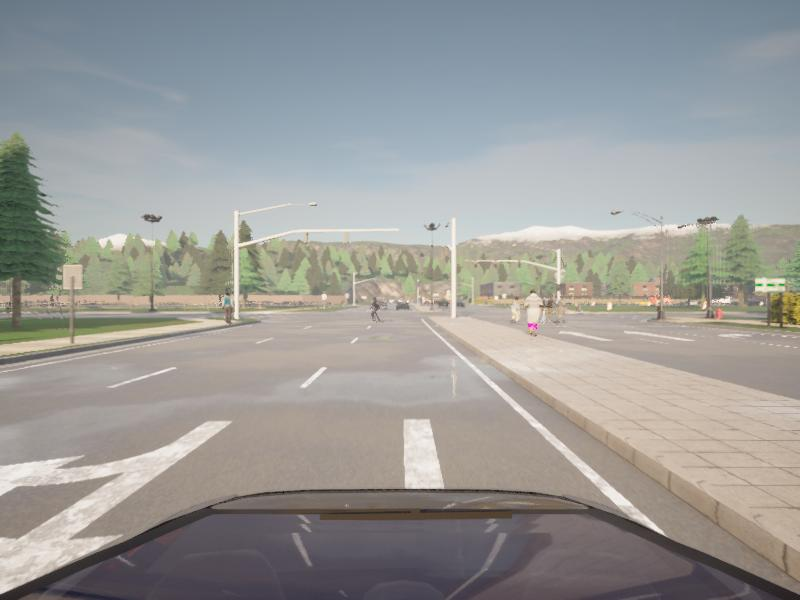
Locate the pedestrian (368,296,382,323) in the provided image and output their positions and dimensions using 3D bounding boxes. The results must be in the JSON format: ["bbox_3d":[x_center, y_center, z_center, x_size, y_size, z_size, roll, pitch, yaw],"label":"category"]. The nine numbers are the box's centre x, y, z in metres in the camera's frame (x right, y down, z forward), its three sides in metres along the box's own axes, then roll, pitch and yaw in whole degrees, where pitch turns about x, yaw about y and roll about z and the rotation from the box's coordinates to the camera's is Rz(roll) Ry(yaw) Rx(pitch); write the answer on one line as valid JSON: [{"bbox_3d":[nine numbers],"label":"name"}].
[{"bbox_3d":[-1.726,0.628,27.560,0.751,1.860,0.751,0,0,-19],"label":"pedestrian"}]

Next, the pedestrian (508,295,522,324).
[{"bbox_3d":[7.573,0.629,26.359,0.751,1.860,0.751,0,0,0],"label":"pedestrian"}]

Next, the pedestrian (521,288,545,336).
[{"bbox_3d":[5.277,0.480,15.896,0.751,1.860,0.751,0,0,3],"label":"pedestrian"}]

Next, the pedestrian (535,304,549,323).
[{"bbox_3d":[9.794,0.909,27.627,0.751,1.300,0.751,0,0,6],"label":"pedestrian"}]

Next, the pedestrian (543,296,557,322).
[{"bbox_3d":[10.857,0.628,28.960,0.751,1.860,0.751,0,0,5],"label":"pedestrian"}]

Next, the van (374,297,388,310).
[{"bbox_3d":[-3.011,0.552,63.941,2.069,2.038,4.480,0,0,1],"label":"van"}]

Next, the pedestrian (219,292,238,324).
[{"bbox_3d":[-10.140,0.466,23.625,0.751,1.860,0.751,0,0,5],"label":"pedestrian"}]

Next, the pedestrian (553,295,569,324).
[{"bbox_3d":[10.542,0.630,26.156,0.751,1.860,0.751,0,0,2],"label":"pedestrian"}]
